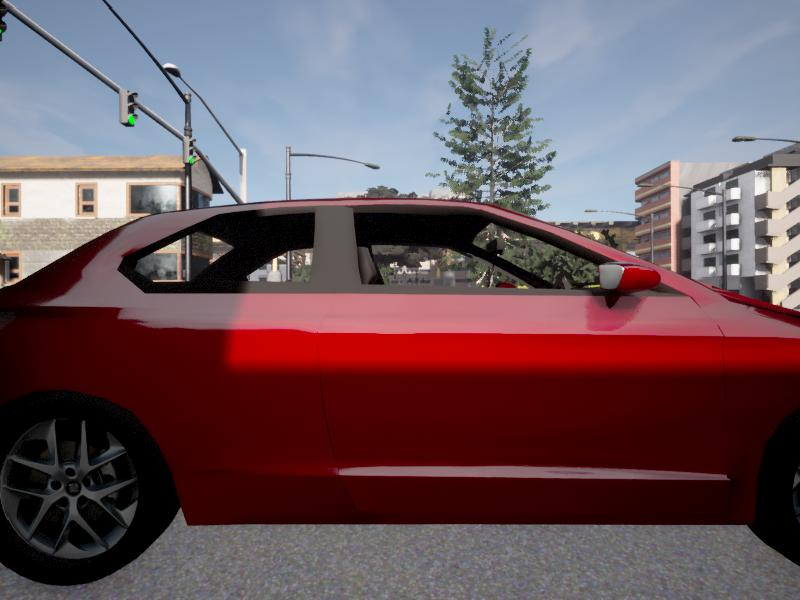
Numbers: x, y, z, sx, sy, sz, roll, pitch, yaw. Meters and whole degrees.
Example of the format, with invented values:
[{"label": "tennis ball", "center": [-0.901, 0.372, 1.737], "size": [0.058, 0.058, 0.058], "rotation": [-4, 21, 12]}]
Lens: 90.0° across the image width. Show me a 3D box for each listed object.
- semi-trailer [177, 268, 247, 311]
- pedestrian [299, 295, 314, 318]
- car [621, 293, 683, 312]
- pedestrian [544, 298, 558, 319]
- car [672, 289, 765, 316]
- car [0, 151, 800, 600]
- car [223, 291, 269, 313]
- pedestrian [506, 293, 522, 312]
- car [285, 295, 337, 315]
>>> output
[{"label": "semi-trailer", "center": [-22.533, -1.038, 47.198], "size": [2.717, 4.402, 14.254], "rotation": [0, 0, -45]}, {"label": "pedestrian", "center": [-4.549, 0.313, 19.496], "size": [0.500, 1.100, 0.500], "rotation": [0, 0, 26]}, {"label": "car", "center": [20.871, 0.221, 33.437], "size": [2.163, 1.488, 4.792], "rotation": [0, 0, 0]}, {"label": "pedestrian", "center": [7.774, 0.437, 20.612], "size": [0.500, 1.100, 0.500], "rotation": [0, 0, -15]}, {"label": "car", "center": [20.807, 0.147, 26.503], "size": [2.152, 1.651, 5.027], "rotation": [0, 0, 1]}, {"label": "car", "center": [0.276, 0.255, 2.204], "size": [4.193, 1.474, 1.816], "rotation": [0, 0, 0]}, {"label": "car", "center": [-15.575, 0.131, 40.264], "size": [5.566, 2.045, 2.150], "rotation": [1, 1, 45]}, {"label": "pedestrian", "center": [7.900, 0.195, 27.684], "size": [0.751, 1.300, 0.751], "rotation": [0, 0, -43]}, {"label": "car", "center": [-7.146, 0.369, 31.873], "size": [4.674, 1.442, 1.812], "rotation": [0, 0, 45]}]
